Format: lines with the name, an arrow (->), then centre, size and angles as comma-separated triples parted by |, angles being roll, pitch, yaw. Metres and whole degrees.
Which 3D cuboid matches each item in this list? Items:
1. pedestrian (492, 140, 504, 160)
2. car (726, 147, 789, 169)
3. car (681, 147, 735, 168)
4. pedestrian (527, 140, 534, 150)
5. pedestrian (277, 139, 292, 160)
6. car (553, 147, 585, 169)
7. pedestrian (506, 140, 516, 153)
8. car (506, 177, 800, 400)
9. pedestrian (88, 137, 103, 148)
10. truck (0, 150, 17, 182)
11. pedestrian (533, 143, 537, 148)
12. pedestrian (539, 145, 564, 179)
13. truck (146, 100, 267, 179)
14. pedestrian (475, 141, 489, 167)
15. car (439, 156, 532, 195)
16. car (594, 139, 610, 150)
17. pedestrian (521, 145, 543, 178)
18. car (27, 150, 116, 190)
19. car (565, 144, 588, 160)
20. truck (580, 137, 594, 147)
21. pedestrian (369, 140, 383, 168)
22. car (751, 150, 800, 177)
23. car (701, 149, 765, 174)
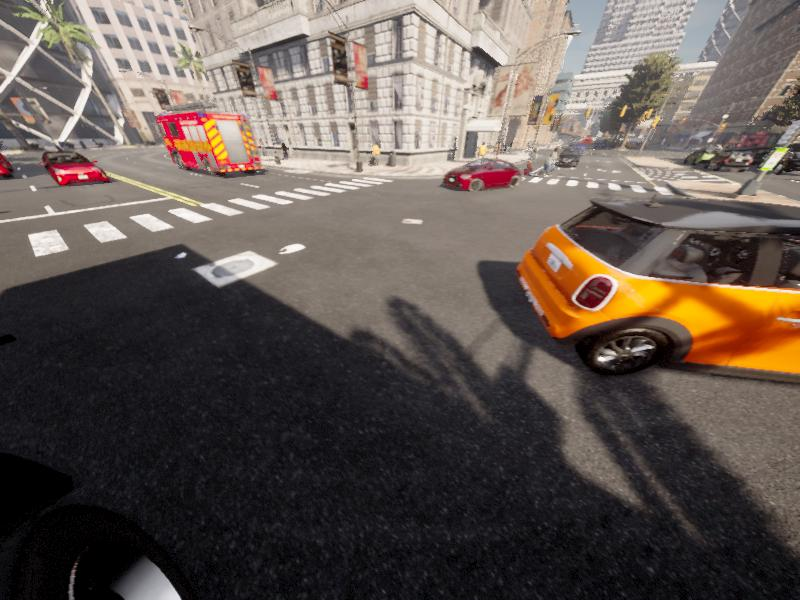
pedestrian -> 11.225, -17.148, 26.410 | 0.751, 1.860, 0.751 | 20, 40, 26
car -> 34.886, -14.033, 22.732 | 1.851, 1.617, 3.988 | 22, 40, 27
car -> 31.613, -14.840, 23.918 | 2.007, 1.525, 4.514 | 22, 40, 27
pedestrian -> 28.893, -34.272, 51.119 | 0.751, 1.860, 0.751 | 22, 40, 27
pedestrian -> -12.396, -16.157, 24.789 | 0.751, 1.860, 0.751 | 20, 40, 25
car -> 16.410, -13.824, 22.365 | 1.837, 1.490, 4.892 | 22, 41, 27
pedestrian -> 18.036, -24.905, 37.473 | 0.751, 1.860, 0.751 | 25, 42, 31
car -> 4.128, -0.290, 2.800 | 4.553, 1.767, 2.097 | 5, 35, 6
pedestrian -> -60.515, -31.333, 45.875 | 0.751, 1.860, 0.751 | -3, 35, -4
truck -> -27.011, -9.437, 13.728 | 8.468, 3.827, 2.891 | 23, 41, 29
pedestrian -> 35.280, -40.529, 60.446 | 0.500, 1.100, 0.500 | 20, 39, 25
pedestrian -> 10.083, -9.207, 15.402 | 0.751, 1.860, 0.751 | 21, 40, 26
truck -> -13.841, -11.349, 16.559 | 8.468, 3.827, 2.891 | 22, 41, 28
pedestrian -> 6.901, -12.330, 19.537 | 0.751, 1.860, 0.751 | 12, 37, 16
car -> 4.438, -6.666, 12.216 | 4.181, 1.385, 1.994 | -15, 38, -20
car -> 49.995, -38.580, 57.307 | 2.150, 2.045, 5.566 | 22, 40, 27
pedestrian -> 8.834, -9.284, 15.499 | 0.751, 1.860, 0.751 | 18, 39, 24
car -> -18.361, -7.407, 12.921 | 4.514, 1.525, 2.007 | 22, 41, 28
car -> 24.200, -20.358, 31.666 | 1.882, 1.535, 5.008 | 22, 41, 27
truck -> 59.471, -50.254, 73.573 | 2.627, 2.467, 5.204 | 22, 40, 27
pedestrian -> -1.934, -12.005, 18.996 | 0.751, 1.860, 0.751 | 17, 39, 22
car -> 31.286, -10.978, 18.465 | 1.837, 1.490, 4.892 | 22, 40, 27
car -> 28.124, -11.925, 19.727 | 1.789, 1.549, 3.705 | 22, 41, 27
